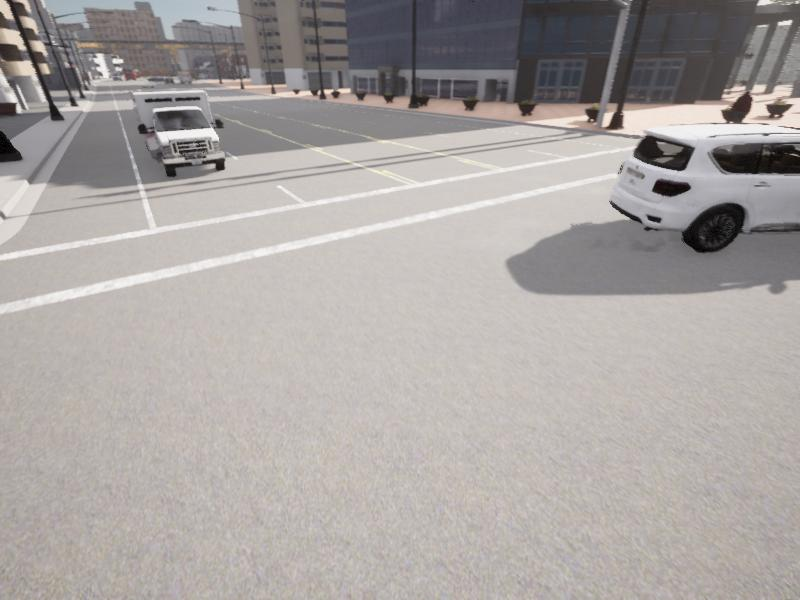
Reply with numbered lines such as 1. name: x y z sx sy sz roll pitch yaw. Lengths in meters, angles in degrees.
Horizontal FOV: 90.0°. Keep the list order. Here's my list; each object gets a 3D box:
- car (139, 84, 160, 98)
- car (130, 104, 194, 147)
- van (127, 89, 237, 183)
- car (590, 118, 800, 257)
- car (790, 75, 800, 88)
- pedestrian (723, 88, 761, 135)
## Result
1. car: -40.841 -34.104 65.264 2.242 1.667 4.611 -18 35 -27
2. car: -12.529 -9.227 20.941 2.128 1.511 4.902 -18 34 -27
3. van: -8.312 -6.409 14.953 2.351 2.431 6.366 -18 34 -27
4. car: 7.199 -2.302 7.851 5.566 2.045 2.150 -2 30 -1
5. car: 56.354 -30.493 55.802 2.033 1.411 5.357 20 36 31
6. pedestrian: 15.714 -8.677 18.404 0.751 1.860 0.751 19 36 30
